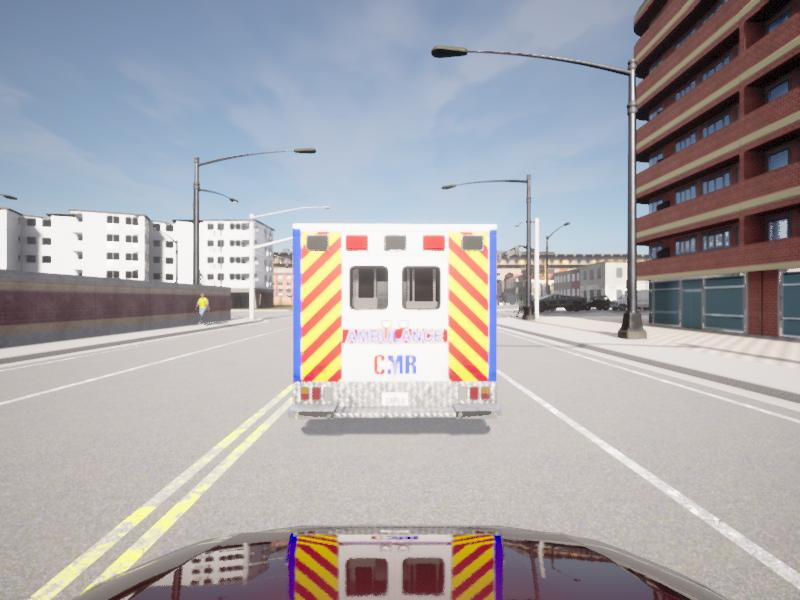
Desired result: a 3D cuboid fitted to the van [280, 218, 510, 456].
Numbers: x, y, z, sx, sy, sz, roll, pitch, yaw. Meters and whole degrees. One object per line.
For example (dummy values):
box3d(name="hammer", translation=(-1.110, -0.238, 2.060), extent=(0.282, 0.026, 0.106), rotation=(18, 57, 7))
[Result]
box3d(name="van", translation=(-0.088, 0.378, 7.271), extent=(2.351, 2.431, 6.366), rotation=(0, 0, -1))

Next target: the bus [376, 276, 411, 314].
box3d(name="bus", translation=(-0.753, -0.564, 49.989), extent=(3.944, 4.253, 10.273), rotation=(0, 0, -1))

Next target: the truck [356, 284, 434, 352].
box3d(name="truck", translation=(-0.191, 0.542, 15.509), extent=(2.390, 2.098, 6.274), rotation=(0, 0, -1))

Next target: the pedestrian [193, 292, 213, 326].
box3d(name="pedestrian", translation=(-11.026, 0.487, 22.390), extent=(0.751, 1.860, 0.751), rotation=(0, 0, -1))

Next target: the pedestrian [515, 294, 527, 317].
box3d(name="pedestrian", translation=(9.597, 0.436, 31.666), extent=(0.751, 1.860, 0.751), rotation=(0, 0, 2))

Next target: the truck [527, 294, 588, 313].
box3d(name="truck", translation=(18.633, 0.385, 47.550), extent=(6.274, 2.098, 2.390), rotation=(-1, 0, 0))

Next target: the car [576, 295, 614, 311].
box3d(name="car", translation=(24.797, 0.402, 51.002), extent=(3.866, 1.878, 1.905), rotation=(-1, 0, 0))

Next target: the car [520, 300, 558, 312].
box3d(name="car", translation=(17.686, 0.765, 51.057), extent=(4.181, 1.385, 1.994), rotation=(-1, 0, 0))

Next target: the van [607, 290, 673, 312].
box3d(name="van", translation=(28.362, 0.074, 47.475), extent=(6.366, 2.431, 2.351), rotation=(-1, 0, 0))
